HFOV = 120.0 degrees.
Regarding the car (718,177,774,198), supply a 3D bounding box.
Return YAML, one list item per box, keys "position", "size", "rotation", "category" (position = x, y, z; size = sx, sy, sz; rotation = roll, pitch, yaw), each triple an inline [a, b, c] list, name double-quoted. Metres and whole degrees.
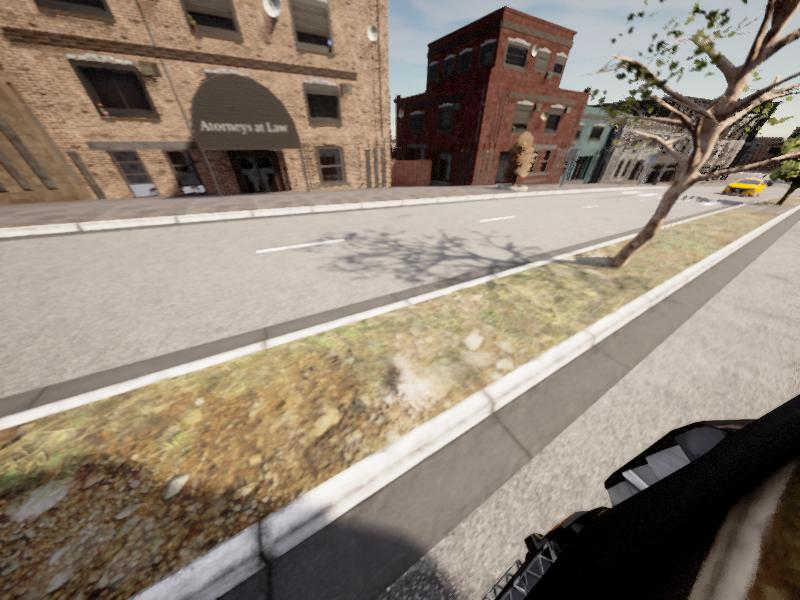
- position: [33.159, -10.818, 22.127]
  size: [5.008, 1.535, 1.882]
  rotation: [-14, 37, -26]
  category: "car"
